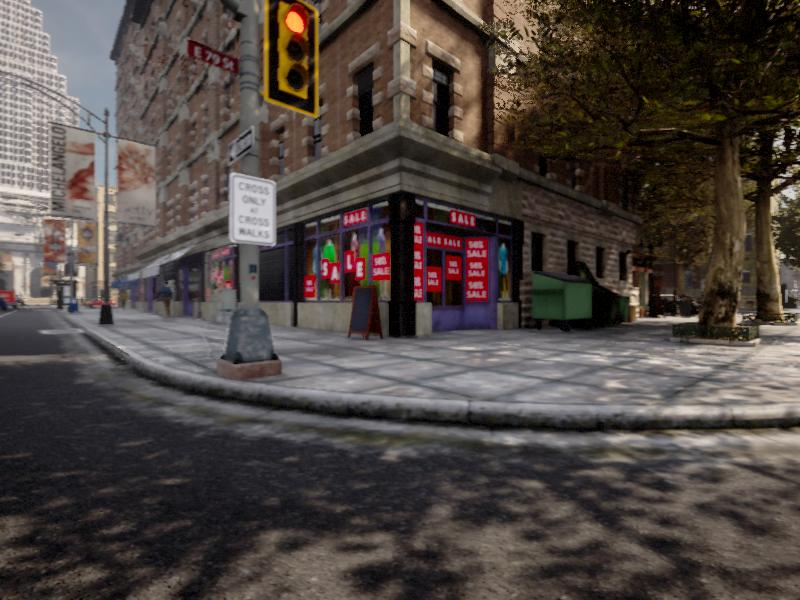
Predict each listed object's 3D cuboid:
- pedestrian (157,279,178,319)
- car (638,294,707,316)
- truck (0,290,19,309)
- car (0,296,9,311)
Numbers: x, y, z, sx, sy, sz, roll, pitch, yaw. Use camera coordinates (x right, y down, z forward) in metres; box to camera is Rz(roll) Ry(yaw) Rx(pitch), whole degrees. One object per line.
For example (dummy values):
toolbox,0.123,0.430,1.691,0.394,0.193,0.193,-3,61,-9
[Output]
pedestrian,-11.210,-0.052,19.259,0.751,1.860,0.751,0,0,-39
car,19.829,0.360,29.195,1.970,1.475,3.806,0,0,-40
truck,-54.130,-0.079,54.771,2.627,2.467,5.204,0,0,-42
car,-43.330,0.352,42.768,1.882,1.535,5.008,0,0,-41
